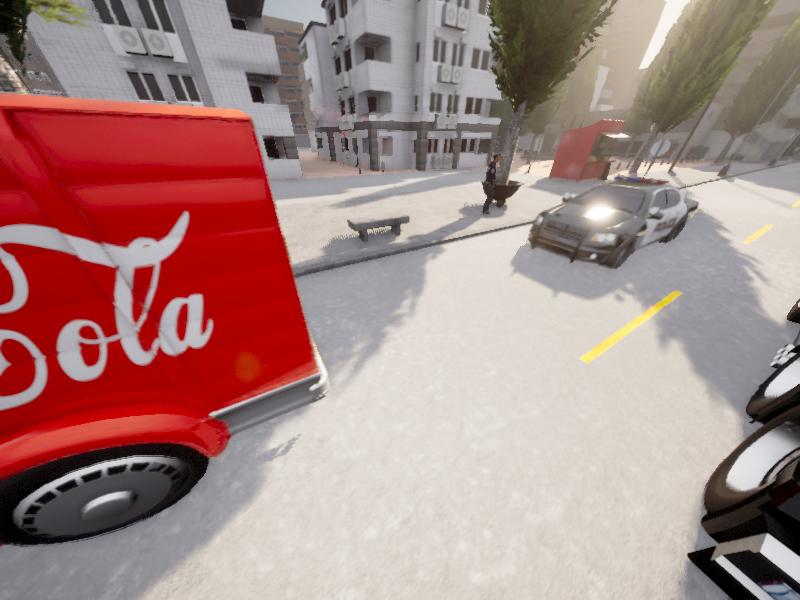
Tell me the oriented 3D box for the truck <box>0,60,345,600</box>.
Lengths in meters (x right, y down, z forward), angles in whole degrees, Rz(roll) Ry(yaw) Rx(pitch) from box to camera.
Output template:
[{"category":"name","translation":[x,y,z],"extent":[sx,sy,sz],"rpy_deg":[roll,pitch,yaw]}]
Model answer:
[{"category":"truck","translation":[-3.424,0.317,1.366],"extent":[5.204,2.467,2.627],"rpy_deg":[-18,39,-25]}]

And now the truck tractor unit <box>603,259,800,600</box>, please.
[{"category":"truck tractor unit","translation":[5.100,-0.313,0.789],"extent":[6.516,4.208,3.053],"rpy_deg":[-19,39,-24]}]

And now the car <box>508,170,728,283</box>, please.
[{"category":"car","translation":[5.466,-2.192,5.854],"extent":[4.974,1.542,2.038],"rpy_deg":[-18,39,-24]}]

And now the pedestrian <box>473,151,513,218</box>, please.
[{"category":"pedestrian","translation":[2.984,-3.790,7.620],"extent":[0.751,1.860,0.751],"rpy_deg":[7,35,10]}]
